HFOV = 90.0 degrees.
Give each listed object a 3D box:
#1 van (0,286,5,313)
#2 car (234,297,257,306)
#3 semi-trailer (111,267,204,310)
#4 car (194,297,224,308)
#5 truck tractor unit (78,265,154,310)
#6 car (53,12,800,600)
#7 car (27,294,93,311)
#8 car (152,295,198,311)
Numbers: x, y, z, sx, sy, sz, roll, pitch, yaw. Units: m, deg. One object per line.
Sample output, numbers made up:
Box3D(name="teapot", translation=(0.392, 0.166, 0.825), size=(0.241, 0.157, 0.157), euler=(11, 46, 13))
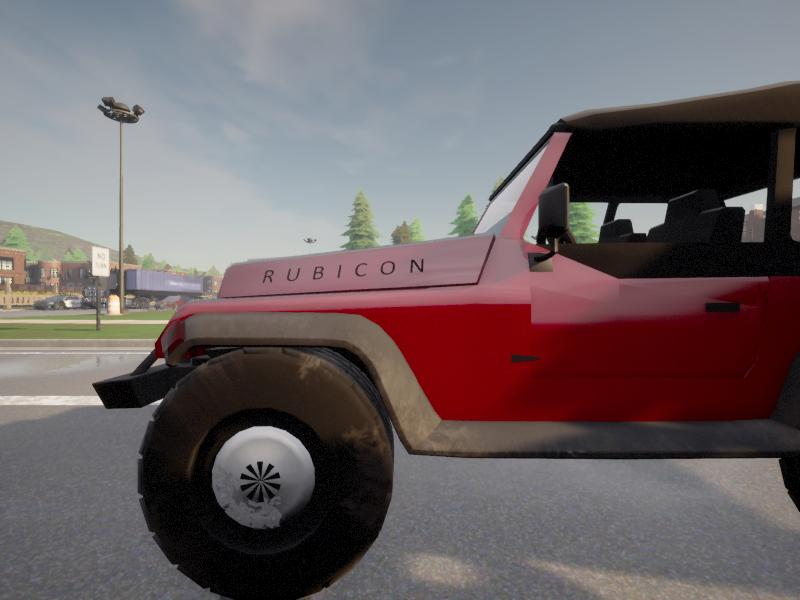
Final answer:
Box3D(name="van", translation=(-31.764, -0.029, 28.914), size=(2.069, 2.038, 4.480), euler=(0, 0, -1))
Box3D(name="car", translation=(-25.206, 0.245, 65.373), size=(1.837, 1.490, 4.892), euler=(0, 0, -1))
Box3D(name="semi-trailer", translation=(-28.502, -1.216, 48.311), size=(2.717, 4.402, 14.254), euler=(0, 0, -1))
Box3D(name="car", translation=(-25.066, 0.307, 52.572), size=(1.994, 1.385, 4.181), euler=(0, 0, -1))
Box3D(name="truck tractor unit", translation=(-28.406, -1.120, 40.399), size=(3.053, 4.208, 6.516), euler=(0, 0, -1))
Box3D(name="car", translation=(0.853, 0.046, 2.203), size=(3.866, 1.878, 1.905), euler=(0, 0, 0))
Box3D(name="car", translation=(-31.874, 0.225, 37.752), size=(2.038, 1.542, 4.974), euler=(0, 0, -1))
Box3D(name="car", translation=(-21.378, 0.269, 38.187), size=(1.812, 1.442, 4.674), euler=(0, 0, -1))
